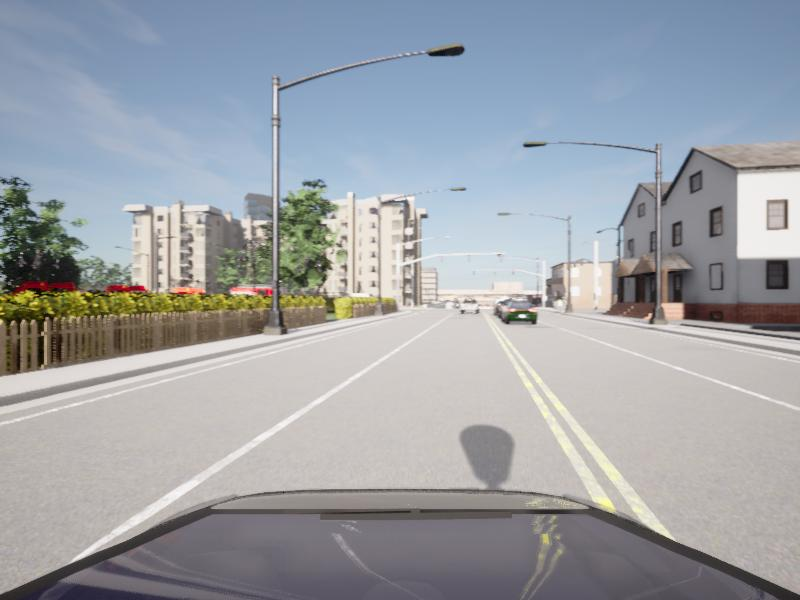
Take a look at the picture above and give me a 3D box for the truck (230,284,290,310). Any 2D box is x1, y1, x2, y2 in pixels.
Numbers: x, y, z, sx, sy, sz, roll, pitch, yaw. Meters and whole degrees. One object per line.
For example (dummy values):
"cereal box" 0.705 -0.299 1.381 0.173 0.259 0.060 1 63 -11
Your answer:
"truck" -21.461 -0.448 61.399 8.468 3.827 2.891 0 0 12

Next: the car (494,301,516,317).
"car" 10.327 0.817 39.647 1.812 1.442 4.674 0 0 11

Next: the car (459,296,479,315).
"car" 7.553 0.592 43.425 1.932 1.855 4.605 0 -1 12

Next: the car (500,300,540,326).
"car" 7.922 0.791 26.807 2.038 1.542 4.974 0 0 11

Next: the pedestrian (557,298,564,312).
"pedestrian" 21.984 0.650 54.911 0.751 1.860 0.751 0 0 12

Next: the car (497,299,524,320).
"car" 9.120 0.744 33.194 1.851 1.617 3.988 0 0 11

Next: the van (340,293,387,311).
"van" -5.257 0.276 58.065 6.366 2.431 2.351 0 0 11
